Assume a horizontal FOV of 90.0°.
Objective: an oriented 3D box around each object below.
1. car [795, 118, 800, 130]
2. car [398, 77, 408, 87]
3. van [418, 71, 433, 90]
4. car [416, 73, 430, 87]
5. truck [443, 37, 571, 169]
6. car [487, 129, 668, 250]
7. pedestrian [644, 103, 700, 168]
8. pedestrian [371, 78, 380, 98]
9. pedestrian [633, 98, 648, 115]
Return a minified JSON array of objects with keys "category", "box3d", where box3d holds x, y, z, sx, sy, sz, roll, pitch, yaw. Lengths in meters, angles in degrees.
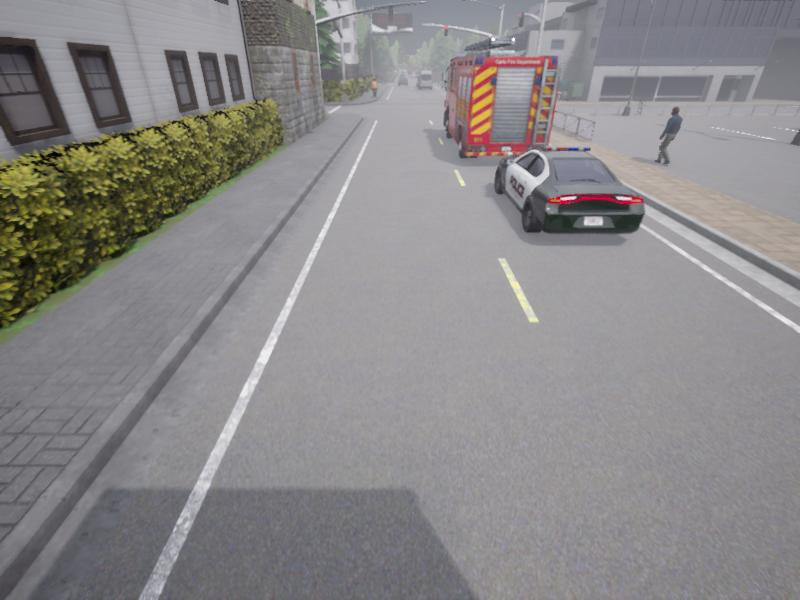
[{"category":"car","box3d":[22.766,-9.101,20.045,1.970,1.475,3.806,0,30,0]},{"category":"car","box3d":[0.533,-39.809,72.953,1.837,1.490,4.892,0,30,0]},{"category":"van","box3d":[3.977,-34.618,62.988,1.988,2.561,5.915,0,30,0]},{"category":"car","box3d":[4.040,-39.219,71.401,2.150,2.045,5.566,0,30,0]},{"category":"truck","box3d":[3.687,-8.354,16.600,2.891,3.827,8.468,0,30,0]},{"category":"car","box3d":[3.632,-2.878,9.470,2.038,1.542,4.974,0,30,0]},{"category":"pedestrian","box3d":[8.993,-5.461,13.271,0.751,1.860,0.751,-12,32,-19]},{"category":"pedestrian","box3d":[-2.647,-22.614,42.702,0.751,1.860,0.751,5,31,8]},{"category":"pedestrian","box3d":[17.513,-14.080,29.146,0.500,1.100,0.500,0,30,0]}]
